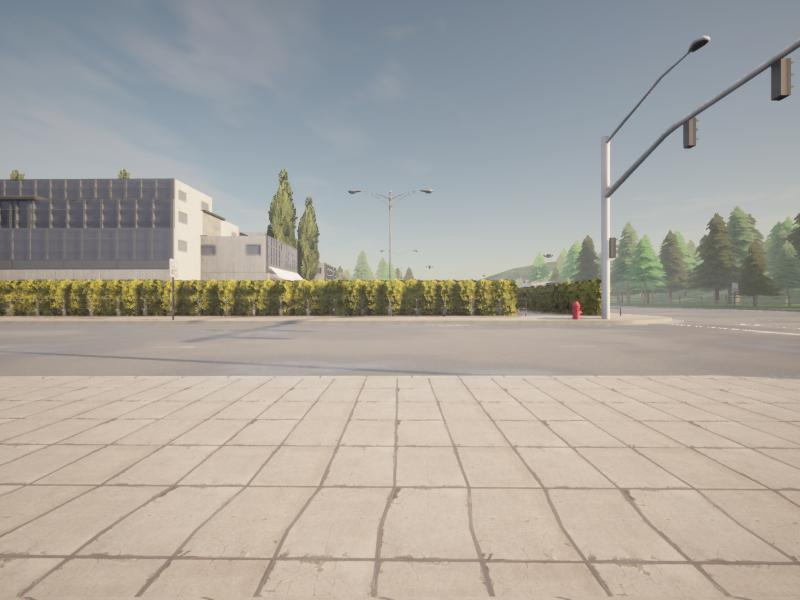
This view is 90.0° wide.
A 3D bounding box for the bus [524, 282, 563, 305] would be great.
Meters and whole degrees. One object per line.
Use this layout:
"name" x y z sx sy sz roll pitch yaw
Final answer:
"bus" 27.338 -1.162 76.815 3.944 4.253 10.273 0 0 1
